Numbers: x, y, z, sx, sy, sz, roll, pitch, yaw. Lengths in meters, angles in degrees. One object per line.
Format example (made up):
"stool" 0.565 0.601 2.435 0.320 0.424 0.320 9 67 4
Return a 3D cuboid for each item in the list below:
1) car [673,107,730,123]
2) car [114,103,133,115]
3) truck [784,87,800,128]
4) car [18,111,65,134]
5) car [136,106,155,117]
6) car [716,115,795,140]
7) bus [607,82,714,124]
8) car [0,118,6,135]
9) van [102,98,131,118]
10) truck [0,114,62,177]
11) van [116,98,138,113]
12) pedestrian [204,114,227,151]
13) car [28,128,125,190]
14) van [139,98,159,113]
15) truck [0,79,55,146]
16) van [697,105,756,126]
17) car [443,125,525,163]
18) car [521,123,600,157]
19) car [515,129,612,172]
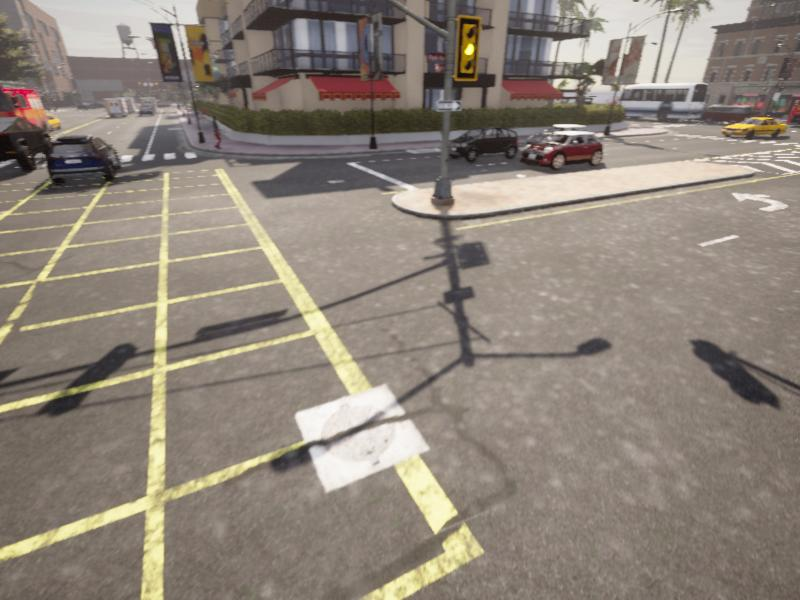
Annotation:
"car" 37.471 -23.143 49.920 1.930 1.638 5.238 -13 30 -23
"car" -45.625 -31.531 66.061 1.930 1.638 5.238 -13 30 -24
"truck" 43.608 -18.480 38.476 2.891 3.827 8.468 -13 30 -23
"car" -32.199 -16.091 36.123 1.801 1.575 5.366 -13 30 -24
"car" -38.867 -28.912 61.256 1.994 1.385 4.181 -13 30 -24
"car" 27.693 -13.492 31.196 5.366 1.575 1.801 -9 29 -17
"bus" 32.561 -25.102 50.868 3.944 4.253 10.273 -13 30 -23
"car" -33.714 -13.883 31.976 1.812 1.442 4.674 -13 30 -24
"van" -41.378 -28.117 58.560 2.351 2.431 6.366 -13 30 -24
"truck" -17.933 -7.150 18.196 2.390 2.098 6.274 -13 30 -24
"van" -49.550 -35.372 72.654 2.351 2.431 6.366 -13 30 -24
"pedestrian" -10.441 -9.510 22.676 0.751 1.860 0.751 -8 28 -16
"car" -12.776 -5.852 16.200 2.033 1.649 4.856 -13 30 -24
"van" -46.473 -36.133 74.141 2.351 2.431 6.366 -13 30 -24
"truck" -28.136 -13.478 28.597 2.891 3.827 8.468 -13 30 -24
"van" 36.392 -20.697 44.784 1.775 1.987 4.442 -13 30 -23
"car" 4.350 -8.162 20.807 3.705 1.549 1.789 -13 30 -24
"car" 9.193 -9.249 23.016 3.806 1.475 1.970 -13 30 -24
"car" 7.660 -7.099 18.832 3.806 1.475 1.970 -13 30 -24
